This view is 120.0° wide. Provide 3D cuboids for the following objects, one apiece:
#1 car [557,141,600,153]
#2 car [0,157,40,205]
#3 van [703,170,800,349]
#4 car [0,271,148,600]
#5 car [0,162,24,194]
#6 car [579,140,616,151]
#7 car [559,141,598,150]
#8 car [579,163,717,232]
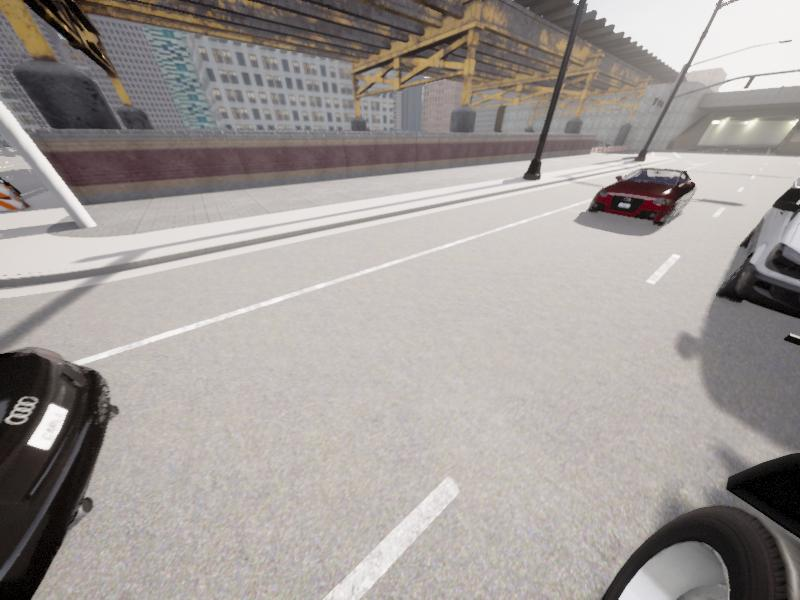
[{"bbox_3d":[28.906,-24.932,37.590,4.974,1.542,2.038,4,36,6],"label":"car"},{"bbox_3d":[-18.498,-4.456,8.855,4.974,1.542,2.038,-4,36,-6],"label":"car"},{"bbox_3d":[7.669,-1.357,3.587,5.915,2.561,1.988,-23,41,-28],"label":"van"},{"bbox_3d":[-4.005,1.506,0.596,4.181,1.385,1.994,-23,41,-28],"label":"car"},{"bbox_3d":[-18.550,-4.581,8.758,4.536,1.218,1.853,-4,36,-6],"label":"car"},{"bbox_3d":[36.533,-28.690,42.867,4.974,1.542,2.038,-4,36,-6],"label":"car"},{"bbox_3d":[28.855,-25.065,37.504,4.536,1.218,1.853,4,36,6],"label":"car"},{"bbox_3d":[8.484,-3.714,7.919,4.181,1.385,1.994,-23,41,-28],"label":"car"}]
